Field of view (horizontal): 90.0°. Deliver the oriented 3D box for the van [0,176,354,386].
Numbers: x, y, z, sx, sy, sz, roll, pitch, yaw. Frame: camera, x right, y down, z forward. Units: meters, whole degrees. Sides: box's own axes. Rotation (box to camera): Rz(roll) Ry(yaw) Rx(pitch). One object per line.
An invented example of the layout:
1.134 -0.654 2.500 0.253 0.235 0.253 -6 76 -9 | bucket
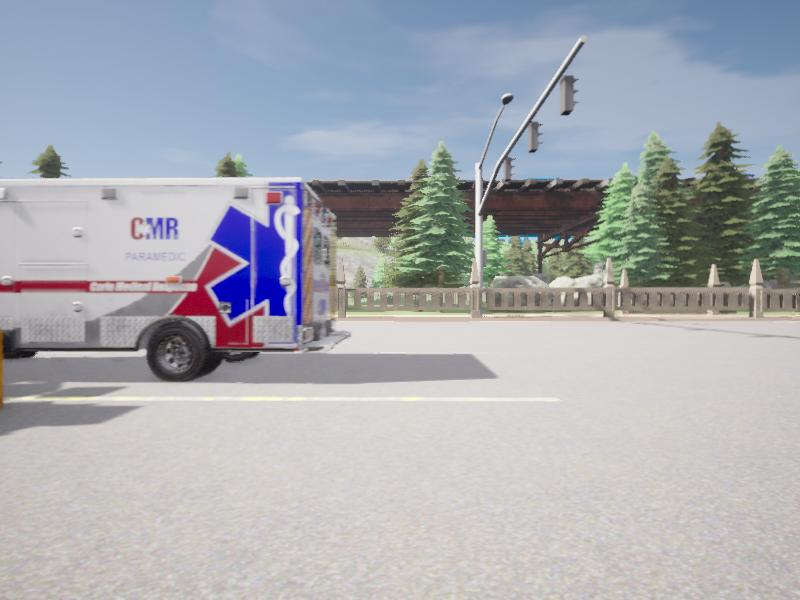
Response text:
-4.009 -0.219 5.847 6.366 2.431 2.351 0 0 1 | van
